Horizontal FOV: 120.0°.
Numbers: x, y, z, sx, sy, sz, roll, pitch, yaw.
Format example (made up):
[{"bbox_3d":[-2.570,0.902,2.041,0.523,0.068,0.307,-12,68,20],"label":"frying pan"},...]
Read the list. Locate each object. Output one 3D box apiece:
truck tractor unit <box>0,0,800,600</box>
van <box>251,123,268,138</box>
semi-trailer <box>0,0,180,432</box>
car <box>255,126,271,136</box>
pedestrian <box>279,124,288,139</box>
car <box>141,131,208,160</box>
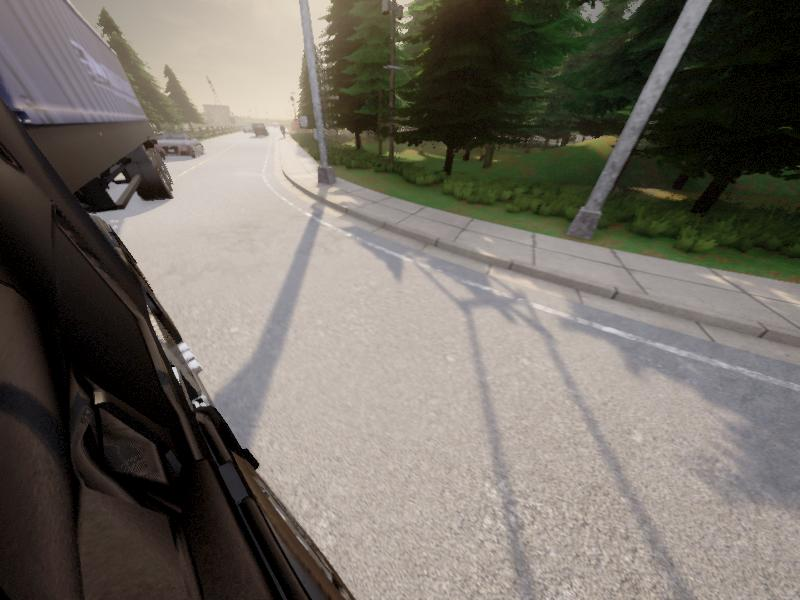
[{"bbox_3d":[-2.645,-0.295,0.352,6.516,4.208,3.053,28,44,30],"label":"truck tractor unit"},{"bbox_3d":[-24.137,-29.372,39.920,1.775,1.987,4.442,-12,39,-19],"label":"van"},{"bbox_3d":[-7.752,-4.117,4.977,2.717,4.402,14.254,-23,44,-30],"label":"semi-trailer"},{"bbox_3d":[-26.429,-32.701,44.662,1.837,1.490,4.892,-11,39,-17],"label":"car"},{"bbox_3d":[-18.086,-26.138,35.773,0.751,1.860,0.751,-14,40,-21],"label":"pedestrian"},{"bbox_3d":[-15.105,-10.637,15.833,1.994,1.385,4.181,-12,39,-19],"label":"car"}]
